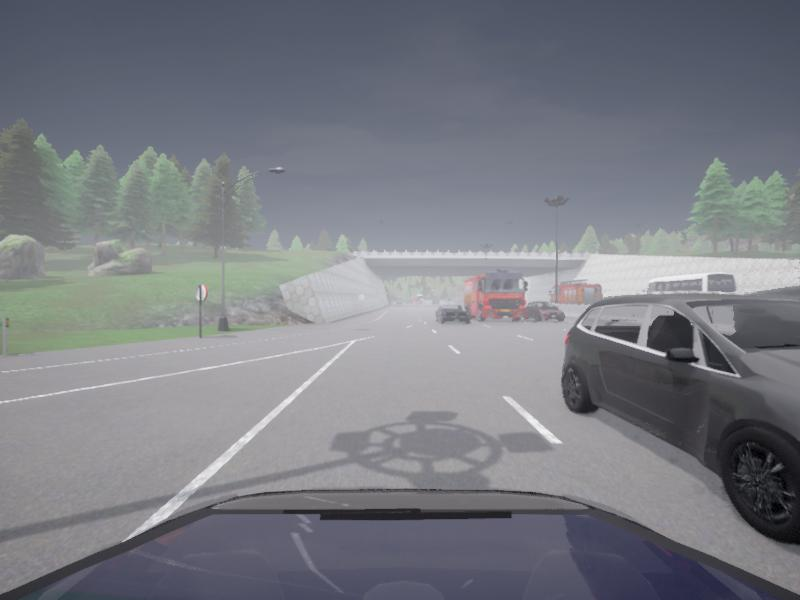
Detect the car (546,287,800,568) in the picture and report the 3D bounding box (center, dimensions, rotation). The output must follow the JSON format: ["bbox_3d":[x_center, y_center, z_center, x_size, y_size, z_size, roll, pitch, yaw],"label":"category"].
[{"bbox_3d":[3.491,0.753,4.179,2.242,1.667,4.611,0,0,0],"label":"car"}]

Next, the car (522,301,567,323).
[{"bbox_3d":[10.471,0.840,29.305,1.816,1.474,4.193,0,0,0],"label":"car"}]

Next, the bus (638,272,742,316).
[{"bbox_3d":[31.336,-0.557,44.100,3.944,4.253,10.273,0,0,0],"label":"bus"}]

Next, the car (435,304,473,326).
[{"bbox_3d":[3.472,0.931,26.704,1.895,1.301,4.718,0,0,0],"label":"car"}]

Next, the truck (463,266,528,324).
[{"bbox_3d":[6.963,-0.335,30.628,2.891,3.827,8.468,0,0,0],"label":"truck"}]

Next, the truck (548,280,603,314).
[{"bbox_3d":[20.958,-0.344,48.349,2.891,3.827,8.468,0,0,0],"label":"truck"}]

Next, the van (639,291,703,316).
[{"bbox_3d":[27.961,0.358,41.604,2.351,2.431,6.366,0,0,0],"label":"van"}]

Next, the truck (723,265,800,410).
[{"bbox_3d":[6.990,0.540,4.048,2.390,2.098,6.274,0,0,0],"label":"truck"}]
